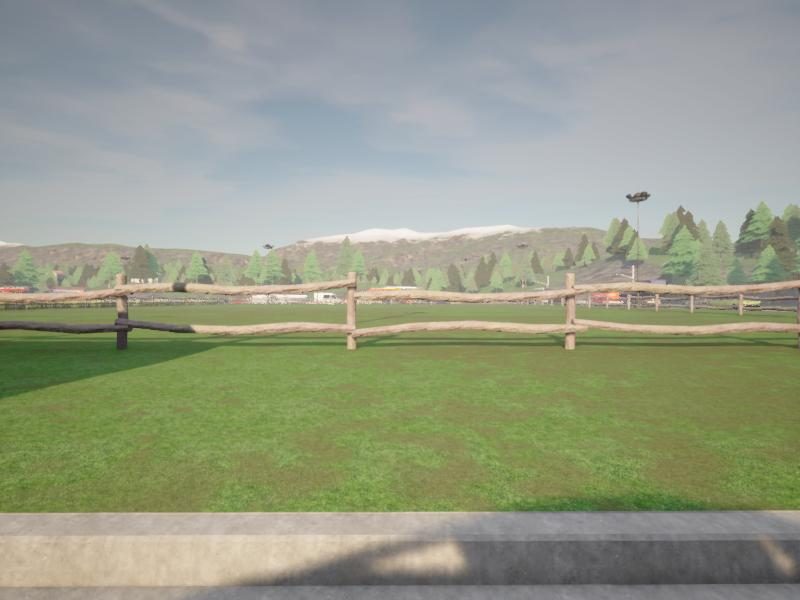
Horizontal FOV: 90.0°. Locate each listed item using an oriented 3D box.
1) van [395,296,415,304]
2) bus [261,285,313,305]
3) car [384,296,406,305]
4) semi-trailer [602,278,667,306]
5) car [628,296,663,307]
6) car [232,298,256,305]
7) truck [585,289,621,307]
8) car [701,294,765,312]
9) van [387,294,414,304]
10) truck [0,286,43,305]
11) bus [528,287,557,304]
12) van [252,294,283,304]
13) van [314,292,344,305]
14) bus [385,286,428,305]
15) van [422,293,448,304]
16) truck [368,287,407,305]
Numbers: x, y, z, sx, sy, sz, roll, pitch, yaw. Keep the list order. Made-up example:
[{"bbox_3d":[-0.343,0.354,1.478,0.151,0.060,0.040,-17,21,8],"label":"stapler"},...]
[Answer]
[{"bbox_3d":[1.137,-0.001,92.044,4.442,1.987,1.775,0,0,-1],"label":"van"},{"bbox_3d":[-24.892,-1.134,88.400,10.273,4.253,3.944,0,0,-1],"label":"bus"},{"bbox_3d":[-1.158,0.051,85.017,4.605,1.855,1.932,0,0,-1],"label":"car"},{"bbox_3d":[40.270,-1.217,69.681,2.717,4.402,14.254,0,0,-1],"label":"semi-trailer"},{"bbox_3d":[36.853,0.181,60.168,2.152,1.651,5.027,0,0,0],"label":"car"},{"bbox_3d":[-33.040,0.296,84.696,4.181,1.385,1.994,0,0,-1],"label":"car"},{"bbox_3d":[29.843,-0.245,59.041,2.627,2.467,5.204,0,0,1],"label":"truck"},{"bbox_3d":[29.808,0.228,36.004,2.007,1.525,4.514,0,0,0],"label":"car"},{"bbox_3d":[0.028,-0.222,95.531,6.366,2.431,2.351,0,0,-1],"label":"van"},{"bbox_3d":[-80.802,-0.924,84.206,8.468,3.827,2.891,0,0,-1],"label":"truck"},{"bbox_3d":[38.395,-1.135,108.457,3.944,4.253,10.273,3,0,0],"label":"bus"},{"bbox_3d":[-30.394,-0.227,91.721,6.366,2.431,2.351,0,0,-1],"label":"van"},{"bbox_3d":[-15.085,-0.281,84.875,5.915,2.561,1.988,1,0,0],"label":"van"},{"bbox_3d":[1.626,-1.148,99.169,10.273,4.253,3.944,2,0,-1],"label":"bus"},{"bbox_3d":[8.074,-0.278,92.113,5.915,2.561,1.988,0,0,0],"label":"van"},{"bbox_3d":[-2.783,-0.921,88.499,8.468,3.827,2.891,0,0,-1],"label":"truck"}]
